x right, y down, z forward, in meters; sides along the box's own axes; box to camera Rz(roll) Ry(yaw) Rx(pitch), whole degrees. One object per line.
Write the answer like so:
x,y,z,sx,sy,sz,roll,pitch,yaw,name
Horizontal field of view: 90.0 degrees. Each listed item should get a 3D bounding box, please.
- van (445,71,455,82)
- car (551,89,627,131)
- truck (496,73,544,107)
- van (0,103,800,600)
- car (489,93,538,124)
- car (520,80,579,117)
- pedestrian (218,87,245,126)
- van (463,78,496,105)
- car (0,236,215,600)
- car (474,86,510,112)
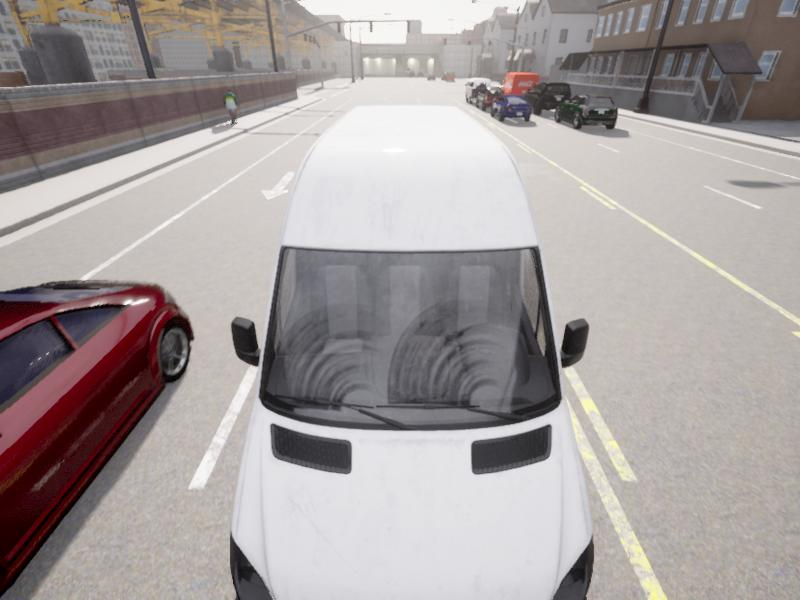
10.912,-48.931,87.579,1.775,1.987,4.442,0,30,0,van
10.647,-10.976,22.966,2.097,1.767,4.553,0,30,0,car
10.579,-18.897,35.823,2.627,2.467,5.204,1,30,1,truck
0.064,-0.328,4.037,1.988,2.561,5.915,0,30,0,van
7.149,-12.425,25.783,1.812,1.442,4.674,0,30,0,car
10.652,-14.740,29.143,2.150,2.045,5.566,0,30,0,car
-9.150,-10.531,21.767,0.751,1.860,0.751,2,30,3,pedestrian
7.205,-19.254,36.852,2.069,2.038,4.480,0,30,0,van
-3.425,0.960,2.992,1.994,1.385,4.181,1,30,1,car
7.184,-15.963,31.662,1.851,1.617,3.988,0,30,0,car
